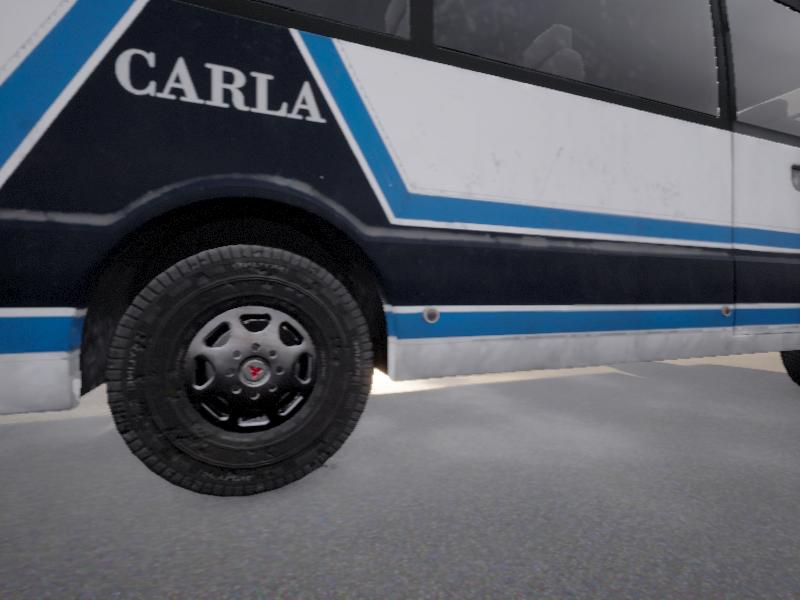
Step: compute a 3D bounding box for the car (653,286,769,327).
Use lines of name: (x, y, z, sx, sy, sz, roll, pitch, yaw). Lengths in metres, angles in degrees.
car: (12.419, 0.215, 16.025, 3.806, 1.475, 1.970, 0, 0, -21)

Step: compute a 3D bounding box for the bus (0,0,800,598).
bus: (0.754, -1.150, 4.214, 10.273, 4.253, 3.944, 0, 0, -21)
